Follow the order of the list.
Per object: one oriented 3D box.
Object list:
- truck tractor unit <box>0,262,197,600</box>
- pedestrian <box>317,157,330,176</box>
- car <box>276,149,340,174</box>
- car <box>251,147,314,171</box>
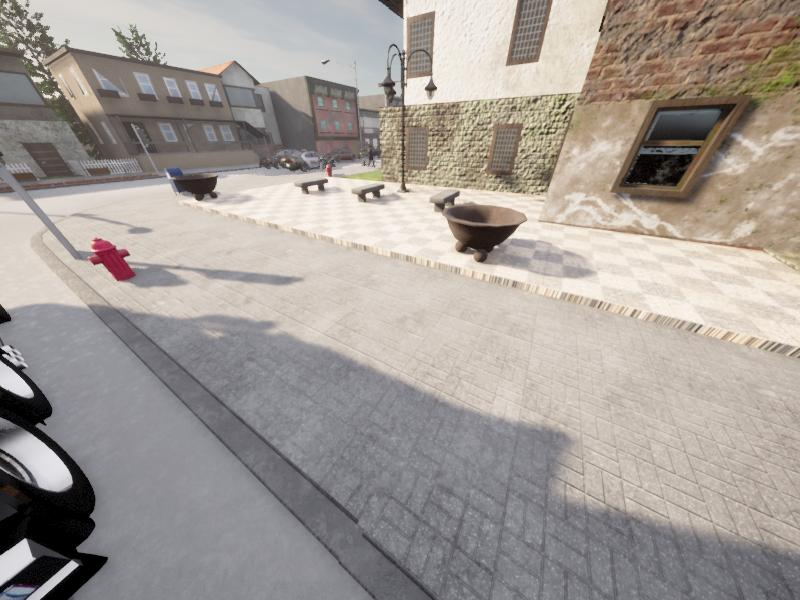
[{"bbox_3d":[-5.108,-0.303,0.784,6.516,4.208,3.053,18,39,24],"label":"truck tractor unit"},{"bbox_3d":[-5.476,-9.544,16.534,0.500,1.100,0.500,24,41,30],"label":"pedestrian"},{"bbox_3d":[-7.949,-12.417,20.540,2.038,1.542,4.974,18,39,25],"label":"car"},{"bbox_3d":[-11.223,-13.895,22.589,1.930,1.638,5.238,18,39,24],"label":"car"}]
